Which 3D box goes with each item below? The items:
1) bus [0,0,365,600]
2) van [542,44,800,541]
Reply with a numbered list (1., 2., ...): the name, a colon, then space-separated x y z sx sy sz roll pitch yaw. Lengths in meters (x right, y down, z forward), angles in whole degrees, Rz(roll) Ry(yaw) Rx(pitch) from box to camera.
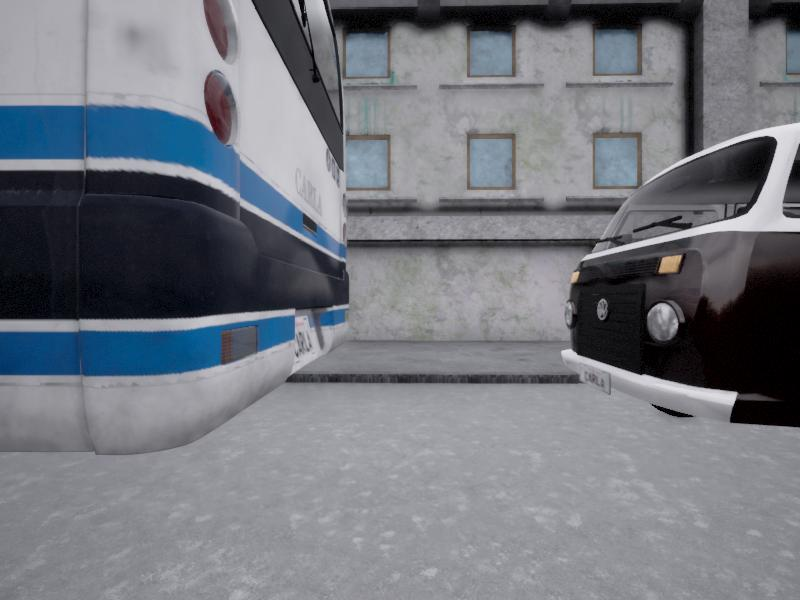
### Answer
1. bus: -5.575 -1.134 2.714 10.273 4.253 3.944 0 0 1
2. van: 3.540 -0.028 2.635 4.480 2.038 2.069 0 0 1
